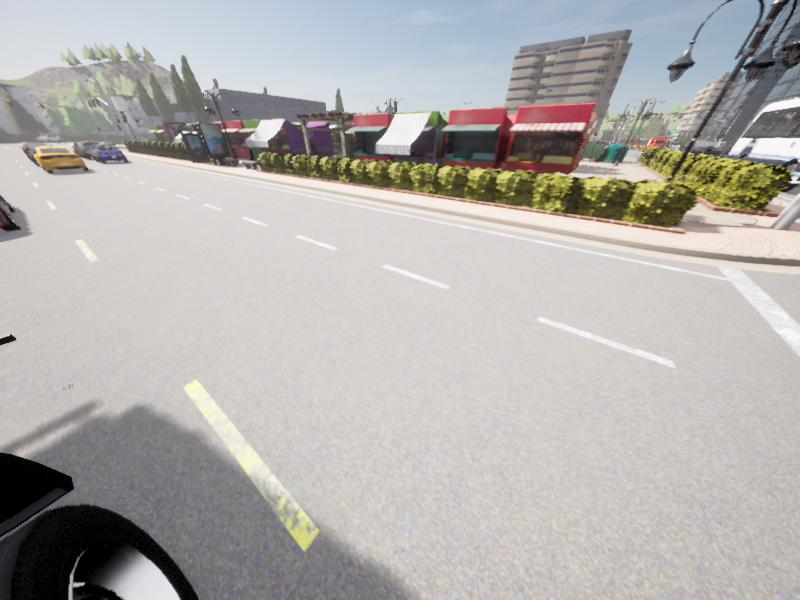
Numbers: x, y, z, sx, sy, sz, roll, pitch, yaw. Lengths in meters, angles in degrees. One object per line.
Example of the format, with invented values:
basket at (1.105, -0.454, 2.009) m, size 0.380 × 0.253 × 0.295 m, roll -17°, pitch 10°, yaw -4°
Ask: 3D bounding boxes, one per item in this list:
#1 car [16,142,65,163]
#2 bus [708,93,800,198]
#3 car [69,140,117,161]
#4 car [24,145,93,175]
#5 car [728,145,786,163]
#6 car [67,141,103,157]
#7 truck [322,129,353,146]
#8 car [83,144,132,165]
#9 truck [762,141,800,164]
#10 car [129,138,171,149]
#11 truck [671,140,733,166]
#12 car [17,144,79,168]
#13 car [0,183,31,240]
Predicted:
car at (-35.686, -14.709, 22.898) m, size 5.008 × 1.535 × 1.882 m, roll 22°, pitch 41°, yaw 28°
bus at (22.622, -8.451, 12.354) m, size 3.944 × 4.253 × 10.273 m, roll 22°, pitch 41°, yaw 27°
car at (-33.022, -16.118, 24.847) m, size 4.856 × 1.649 × 2.033 m, roll 23°, pitch 41°, yaw 28°
car at (-24.578, -10.154, 16.601) m, size 5.008 × 1.535 × 1.882 m, roll 22°, pitch 41°, yaw 27°
car at (44.271, -18.318, 28.860) m, size 2.152 × 1.651 × 5.027 m, roll 22°, pitch 41°, yaw 27°
car at (-37.887, -18.157, 27.751) m, size 3.633 × 1.501 × 1.845 m, roll 25°, pitch 42°, yaw 30°
truck at (-18.266, -47.939, 68.117) m, size 2.891 × 3.827 × 8.468 m, roll 23°, pitch 41°, yaw 29°
car at (-27.680, -13.851, 21.843) m, size 4.193 × 1.474 × 1.816 m, roll 22°, pitch 41°, yaw 28°
truck at (47.604, -17.718, 27.642) m, size 2.390 × 2.098 × 6.274 m, roll 22°, pitch 41°, yaw 27°
car at (-48.545, -30.544, 45.044) m, size 2.152 × 1.651 × 5.027 m, roll 25°, pitch 42°, yaw 30°
truck at (33.310, -16.539, 25.791) m, size 2.390 × 2.098 × 6.274 m, roll 22°, pitch 41°, yaw 27°
car at (-30.089, -12.384, 19.732) m, size 4.792 × 1.488 × 2.163 m, roll 22°, pitch 41°, yaw 28°
car at (-12.646, -2.705, 6.273) m, size 4.792 × 1.488 × 2.163 m, roll 22°, pitch 41°, yaw 28°
